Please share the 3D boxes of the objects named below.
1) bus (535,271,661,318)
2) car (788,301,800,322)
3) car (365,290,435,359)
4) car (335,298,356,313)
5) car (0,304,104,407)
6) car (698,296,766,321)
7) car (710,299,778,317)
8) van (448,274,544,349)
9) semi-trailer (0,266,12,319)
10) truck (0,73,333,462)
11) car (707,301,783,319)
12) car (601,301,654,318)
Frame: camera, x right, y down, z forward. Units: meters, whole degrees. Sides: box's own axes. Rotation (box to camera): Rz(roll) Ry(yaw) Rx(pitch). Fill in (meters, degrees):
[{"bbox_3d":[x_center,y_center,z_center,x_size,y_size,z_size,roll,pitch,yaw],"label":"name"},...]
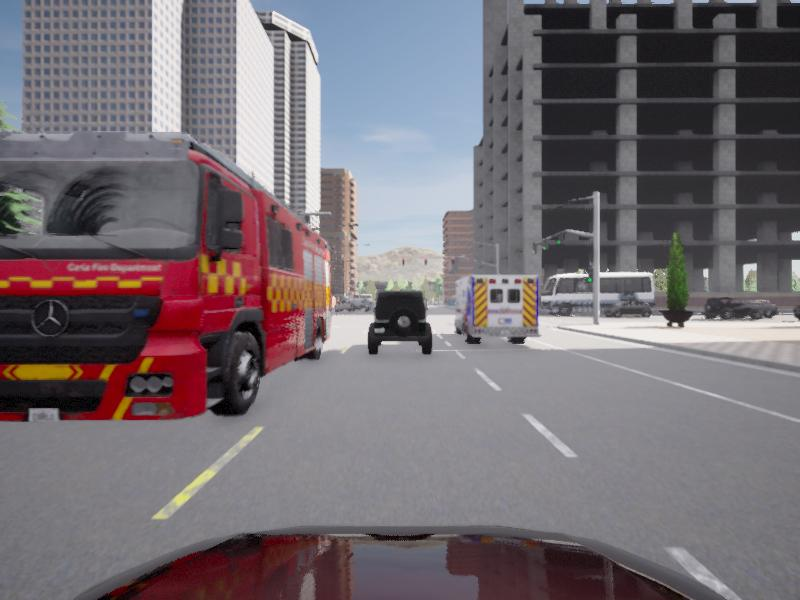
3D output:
[{"bbox_3d":[18.996,-0.524,39.000,10.273,4.253,3.944,-1,0,0],"label":"bus"},{"bbox_3d":[30.945,0.840,28.543,4.514,1.525,2.007,0,0,0],"label":"car"},{"bbox_3d":[0.004,0.652,12.777,1.905,1.878,3.866,0,0,0],"label":"car"},{"bbox_3d":[-7.144,0.673,53.015,1.932,1.855,4.605,0,0,3],"label":"car"},{"bbox_3d":[-6.998,0.838,5.575,2.128,1.511,4.902,0,0,0],"label":"car"},{"bbox_3d":[26.530,0.660,32.070,3.866,1.878,1.905,0,0,0],"label":"car"},{"bbox_3d":[33.472,0.770,39.027,4.611,1.667,2.242,0,0,0],"label":"car"},{"bbox_3d":[3.500,0.385,16.199,2.351,2.431,6.366,0,0,0],"label":"van"},{"bbox_3d":[-40.472,-0.605,33.080,14.254,4.402,2.717,0,0,0],"label":"semi-trailer"},{"bbox_3d":[-3.504,-0.317,8.161,2.891,3.827,8.468,0,0,0],"label":"truck"},{"bbox_3d":[30.578,0.850,35.539,4.902,1.511,2.128,0,0,1],"label":"car"},{"bbox_3d":[20.194,0.829,35.613,3.705,1.549,1.789,0,0,0],"label":"car"}]
